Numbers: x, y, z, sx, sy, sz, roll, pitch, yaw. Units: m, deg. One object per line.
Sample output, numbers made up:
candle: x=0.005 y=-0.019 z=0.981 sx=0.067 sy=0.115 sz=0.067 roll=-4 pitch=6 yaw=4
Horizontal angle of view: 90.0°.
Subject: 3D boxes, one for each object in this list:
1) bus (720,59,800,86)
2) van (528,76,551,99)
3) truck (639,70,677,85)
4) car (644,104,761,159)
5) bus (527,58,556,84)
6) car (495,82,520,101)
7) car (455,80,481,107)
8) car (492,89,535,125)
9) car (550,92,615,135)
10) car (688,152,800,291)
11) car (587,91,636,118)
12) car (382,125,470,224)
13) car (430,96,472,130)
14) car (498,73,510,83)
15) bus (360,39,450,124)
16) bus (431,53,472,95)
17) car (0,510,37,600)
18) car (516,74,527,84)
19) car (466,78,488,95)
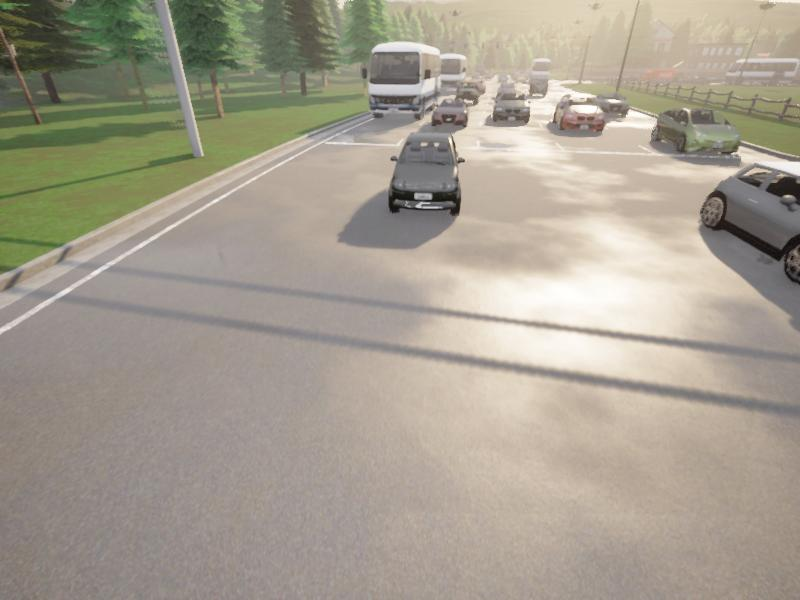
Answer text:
bus: x=66.611 y=-42.092 z=73.936 sx=10.273 sy=4.253 sz=3.944 roll=6 pitch=32 yaw=10
van: x=15.511 y=-23.760 z=44.626 sx=1.775 sy=1.987 sz=4.442 roll=6 pitch=31 yaw=10
truck: x=49.821 y=-43.207 z=77.514 sx=5.204 sy=2.467 sz=2.627 roll=6 pitch=31 yaw=10
car: x=12.327 y=-7.176 z=16.781 sx=2.007 sy=1.525 sz=4.514 roll=5 pitch=31 yaw=8
bus: x=28.532 y=-46.555 z=81.339 sx=3.944 sy=4.253 sz=10.273 roll=6 pitch=31 yaw=10
car: x=11.225 y=-21.914 z=41.951 sx=2.163 sy=1.488 sz=4.792 roll=6 pitch=31 yaw=10
car: x=6.063 y=-18.398 z=35.520 sx=1.905 sy=1.878 sz=3.866 roll=6 pitch=31 yaw=10
car: x=7.094 y=-12.298 z=25.341 sx=2.242 sy=1.667 sz=4.611 roll=6 pitch=31 yaw=10
car: x=9.935 y=-10.469 z=22.236 sx=2.242 sy=1.667 sz=4.611 roll=6 pitch=31 yaw=10
car: x=7.371 y=-1.440 z=7.019 sx=1.970 sy=1.475 sz=3.806 roll=3 pitch=30 yaw=4
car: x=15.099 y=-14.150 z=28.847 sx=1.994 sy=1.385 sz=4.181 roll=6 pitch=31 yaw=10
car: x=0.715 y=-3.347 z=10.150 sx=1.789 sy=1.549 sz=3.705 roll=3 pitch=31 yaw=5
car: x=3.035 y=-10.942 z=23.303 sx=1.994 sy=1.385 sz=4.181 roll=6 pitch=31 yaw=10
car: x=21.277 y=-45.524 z=82.129 sx=2.033 sy=1.649 sz=4.856 roll=6 pitch=31 yaw=10
bus: x=0.760 y=-15.083 z=27.501 sx=3.944 sy=4.253 sz=10.273 roll=6 pitch=31 yaw=10
bus: x=6.761 y=-29.148 z=51.523 sx=3.944 sy=4.253 sz=10.273 roll=6 pitch=31 yaw=10
car: x=-3.583 y=2.358 z=0.510 sx=1.812 sy=1.442 sz=4.674 roll=1 pitch=30 yaw=2
car: x=24.591 y=-44.865 z=81.071 sx=1.801 sy=1.575 sz=5.366 roll=6 pitch=31 yaw=10
car: x=9.497 y=-26.338 z=49.287 sx=2.242 sy=1.667 sz=4.611 roll=6 pitch=32 yaw=10
